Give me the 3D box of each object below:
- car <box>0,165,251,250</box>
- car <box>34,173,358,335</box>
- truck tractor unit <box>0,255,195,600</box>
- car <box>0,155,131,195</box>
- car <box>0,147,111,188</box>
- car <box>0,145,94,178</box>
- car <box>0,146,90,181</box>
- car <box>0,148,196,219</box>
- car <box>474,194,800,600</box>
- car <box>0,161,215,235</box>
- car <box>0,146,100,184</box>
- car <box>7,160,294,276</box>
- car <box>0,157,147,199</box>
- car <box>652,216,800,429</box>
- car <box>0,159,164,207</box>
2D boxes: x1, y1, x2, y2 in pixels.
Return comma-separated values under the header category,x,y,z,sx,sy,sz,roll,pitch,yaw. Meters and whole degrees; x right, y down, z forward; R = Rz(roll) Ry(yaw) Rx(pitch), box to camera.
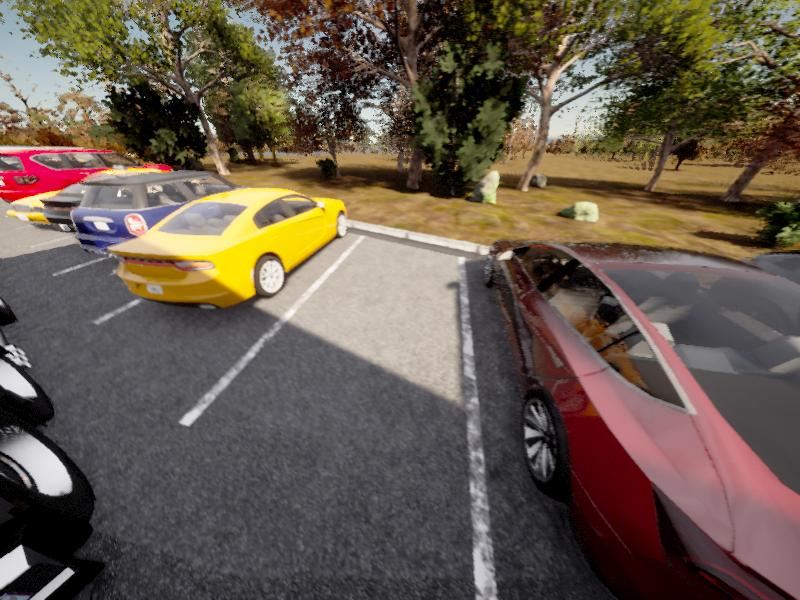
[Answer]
category,x,y,z,sx,sy,sz,roll,pitch,yaw
car,-7.907,-3.376,7.590,2.231,1.521,4.892,7,35,10
car,-2.838,-1.635,5.044,2.097,1.535,5.008,6,35,9
truck tractor unit,-5.093,-0.317,0.804,6.516,4.208,3.053,19,39,25
car,-20.566,-7.715,13.921,1.946,1.575,5.366,7,35,10
car,-23.073,-8.829,15.154,1.878,1.987,4.442,7,35,10
car,-30.622,-11.604,19.165,2.435,2.045,5.566,7,35,10
car,-28.124,-10.610,17.757,1.878,1.987,4.442,7,35,10
car,-12.954,-5.368,10.054,2.435,2.045,5.566,7,35,10
car,2.263,0.076,2.596,2.163,1.488,4.792,6,35,9
car,-10.465,-4.160,8.727,1.946,1.575,5.366,7,35,10
car,-25.599,-9.720,16.456,1.878,1.987,4.442,7,35,10
car,-5.378,-2.593,6.222,2.185,1.767,4.553,6,35,10
car,-18.003,-6.917,12.813,2.163,1.488,4.792,7,35,10
car,4.821,0.955,1.310,2.163,1.488,4.792,6,35,8
car,-15.484,-5.993,11.464,2.163,1.488,4.792,7,35,10
